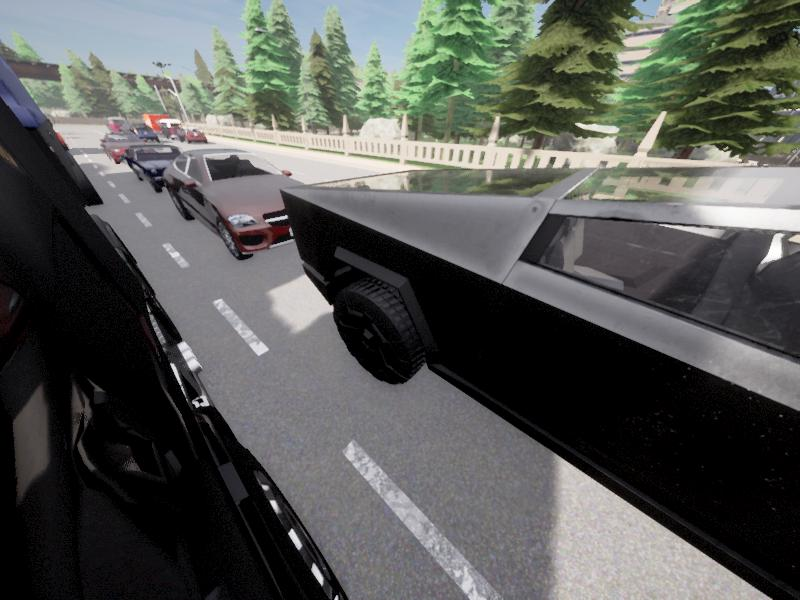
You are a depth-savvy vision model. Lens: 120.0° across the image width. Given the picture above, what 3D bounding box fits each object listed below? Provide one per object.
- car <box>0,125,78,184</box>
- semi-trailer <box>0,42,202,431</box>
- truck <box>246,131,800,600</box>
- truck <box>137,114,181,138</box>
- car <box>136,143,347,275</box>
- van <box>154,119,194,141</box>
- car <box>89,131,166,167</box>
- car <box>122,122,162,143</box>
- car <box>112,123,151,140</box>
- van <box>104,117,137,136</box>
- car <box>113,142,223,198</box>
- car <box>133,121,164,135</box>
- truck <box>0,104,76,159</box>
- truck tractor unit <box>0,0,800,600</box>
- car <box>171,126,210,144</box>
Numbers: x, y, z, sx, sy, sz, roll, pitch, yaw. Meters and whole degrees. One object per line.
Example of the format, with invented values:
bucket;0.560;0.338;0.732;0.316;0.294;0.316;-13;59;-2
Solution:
car;-16.098;-6.371;9.890;5.238;1.638;1.930;28;43;30
semi-trailer;-8.700;-3.593;4.241;14.254;4.402;2.717;28;44;30
truck;1.901;0.244;1.648;6.274;2.098;2.390;28;44;30
truck;-33.223;-23.985;31.844;5.204;2.467;2.627;28;44;30
car;-3.839;-2.602;5.537;5.027;1.651;2.152;28;44;30
van;-27.923;-20.998;28.499;4.480;2.038;2.069;28;44;30
car;-15.891;-8.880;13.482;4.181;1.385;1.994;27;43;29
car;-27.702;-17.975;24.813;3.988;1.617;1.851;28;44;30
car;-32.877;-20.630;28.258;5.357;1.411;2.033;28;44;30
van;-38.303;-23.746;31.633;4.442;1.987;1.775;28;44;30
car;-9.294;-5.359;9.198;4.718;1.301;1.895;28;44;30
car;-38.979;-26.687;35.845;4.856;1.649;2.033;28;44;30
truck;-23.477;-10.627;14.467;5.204;2.467;2.627;28;44;30
truck tractor unit;-2.645;-0.295;0.351;6.516;4.208;3.053;28;44;30
car;-23.151;-18.239;25.542;3.806;1.475;1.970;28;43;30
